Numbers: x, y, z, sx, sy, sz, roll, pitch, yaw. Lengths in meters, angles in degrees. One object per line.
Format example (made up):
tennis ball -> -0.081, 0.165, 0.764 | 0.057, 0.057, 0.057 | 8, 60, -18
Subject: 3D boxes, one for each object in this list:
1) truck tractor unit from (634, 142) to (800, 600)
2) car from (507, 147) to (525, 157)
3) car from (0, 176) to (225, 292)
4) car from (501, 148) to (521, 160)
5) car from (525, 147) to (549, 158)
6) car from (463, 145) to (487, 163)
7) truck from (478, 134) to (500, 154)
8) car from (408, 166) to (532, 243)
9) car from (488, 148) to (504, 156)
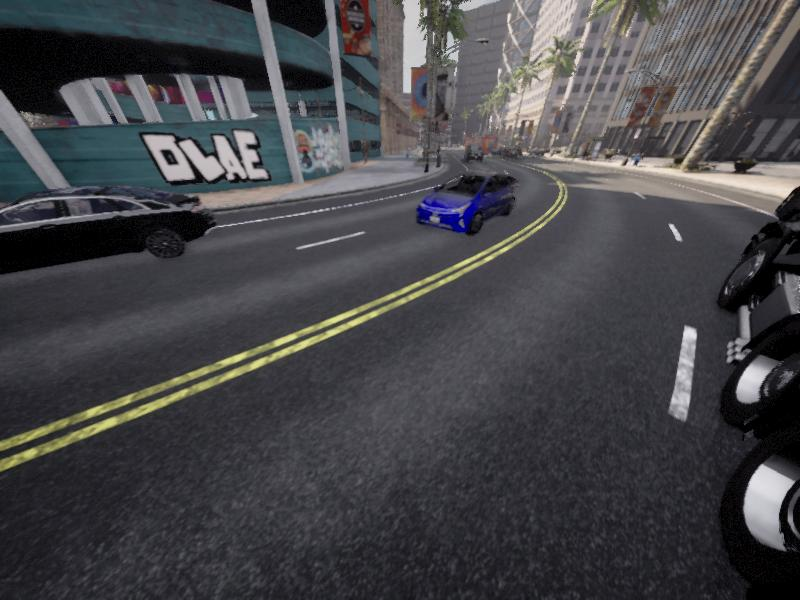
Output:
truck tractor unit -> 4.887, -0.472, 1.056 | 6.516, 4.208, 3.053 | -26, 42, -33
car -> 23.413, -30.092, 46.791 | 1.851, 1.617, 3.988 | 5, 35, 7
car -> -7.125, -1.628, 5.144 | 4.902, 1.511, 2.128 | -20, 39, -26
car -> 18.455, -24.431, 38.542 | 1.789, 1.549, 3.705 | 5, 35, 7
car -> 26.068, -28.207, 44.099 | 2.231, 1.521, 4.892 | 5, 35, 7
car -> 10.429, -20.703, 32.631 | 2.150, 2.045, 5.566 | 5, 35, 7
truck -> 21.705, -38.313, 56.863 | 2.891, 3.827, 8.468 | 5, 35, 7
car -> 2.514, -3.525, 7.925 | 2.007, 1.525, 4.514 | 27, 43, 34
car -> 20.175, -31.190, 48.606 | 1.994, 1.385, 4.181 | 4, 35, 6
